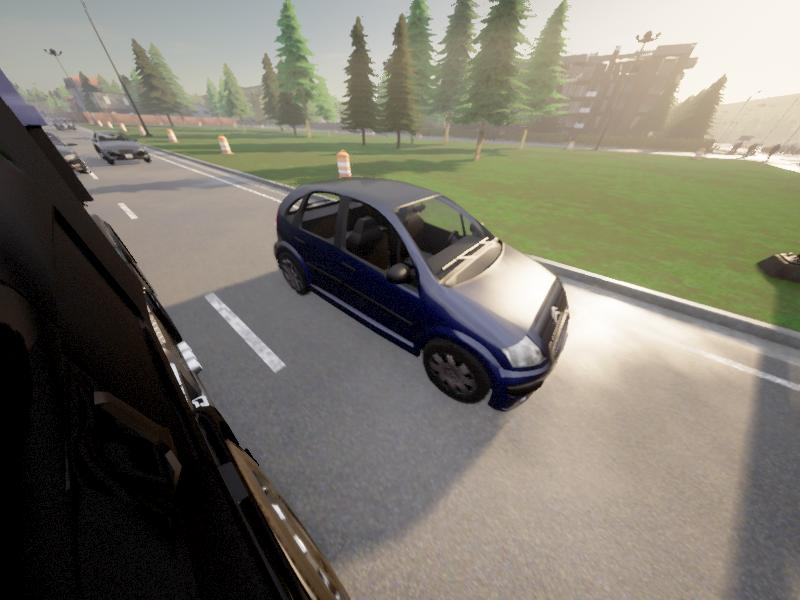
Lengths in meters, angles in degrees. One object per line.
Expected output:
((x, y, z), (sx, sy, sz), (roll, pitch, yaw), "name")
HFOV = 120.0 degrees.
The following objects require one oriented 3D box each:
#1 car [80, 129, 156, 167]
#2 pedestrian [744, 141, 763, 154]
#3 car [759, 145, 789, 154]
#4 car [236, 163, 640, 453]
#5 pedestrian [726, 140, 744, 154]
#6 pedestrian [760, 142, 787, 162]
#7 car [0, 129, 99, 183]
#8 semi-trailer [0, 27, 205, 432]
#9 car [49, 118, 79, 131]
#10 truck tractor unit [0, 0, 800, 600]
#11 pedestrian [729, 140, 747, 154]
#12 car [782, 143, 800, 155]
((-16.075, -8.744, 13.175), (4.193, 1.474, 1.816), (27, 44, 29), "car")
((60.237, -25.960, 39.331), (0.751, 1.860, 0.751), (23, 42, 25), "pedestrian")
((77.683, -31.270, 48.061), (1.895, 1.301, 4.718), (27, 43, 29), "car")
((0.025, -0.564, 3.025), (3.988, 1.617, 1.851), (27, 44, 29), "car")
((56.480, -25.830, 38.989), (0.751, 1.860, 0.751), (-13, 40, -19), "pedestrian")
((44.123, -17.529, 27.326), (0.751, 1.860, 0.751), (30, 45, 32), "pedestrian")
((-15.708, -6.527, 10.219), (4.902, 1.511, 2.128), (28, 43, 30), "car")
((-8.888, -3.451, 4.059), (14.254, 4.402, 2.717), (26, 43, 28), "semi-trailer")
((-51.734, -26.971, 35.557), (3.806, 1.475, 1.970), (27, 44, 29), "car")
((-2.645, -0.295, 0.351), (6.516, 4.208, 3.053), (28, 44, 30), "truck tractor unit")
((56.228, -25.418, 38.429), (0.751, 1.860, 0.751), (32, 46, 33), "pedestrian")
((81.426, -30.843, 47.218), (1.905, 1.878, 3.866), (27, 43, 29), "car")
